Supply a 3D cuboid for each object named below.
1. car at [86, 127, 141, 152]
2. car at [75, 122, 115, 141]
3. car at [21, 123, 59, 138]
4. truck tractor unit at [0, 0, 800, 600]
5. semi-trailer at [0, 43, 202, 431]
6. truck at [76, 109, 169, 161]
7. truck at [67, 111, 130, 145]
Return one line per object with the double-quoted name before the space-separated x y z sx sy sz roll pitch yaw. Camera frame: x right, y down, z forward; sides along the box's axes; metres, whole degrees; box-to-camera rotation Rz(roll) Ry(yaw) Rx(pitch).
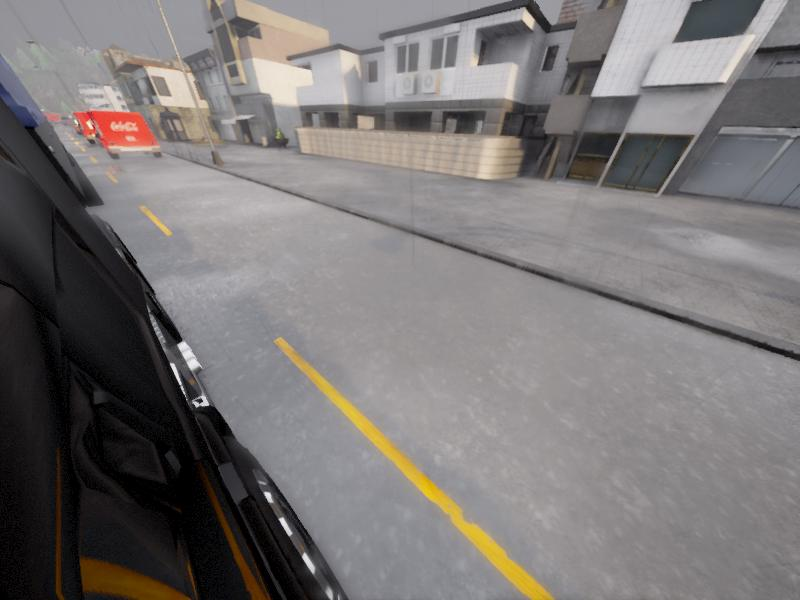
"car" -24.299 -13.647 19.556 5.357 1.411 2.033 28 43 30
"car" -35.731 -19.714 27.019 4.974 1.542 2.038 28 43 30
"car" -42.350 -19.987 27.232 4.718 1.301 1.895 28 43 30
"truck tractor unit" -2.645 -0.295 0.351 6.516 4.208 3.053 28 44 30
"semi-trailer" -8.704 -3.578 4.254 14.254 4.402 2.717 28 44 30
"truck" -18.510 -11.043 15.446 5.204 2.467 2.627 28 44 30
"truck" -29.817 -16.991 22.865 5.204 2.467 2.627 28 43 30
